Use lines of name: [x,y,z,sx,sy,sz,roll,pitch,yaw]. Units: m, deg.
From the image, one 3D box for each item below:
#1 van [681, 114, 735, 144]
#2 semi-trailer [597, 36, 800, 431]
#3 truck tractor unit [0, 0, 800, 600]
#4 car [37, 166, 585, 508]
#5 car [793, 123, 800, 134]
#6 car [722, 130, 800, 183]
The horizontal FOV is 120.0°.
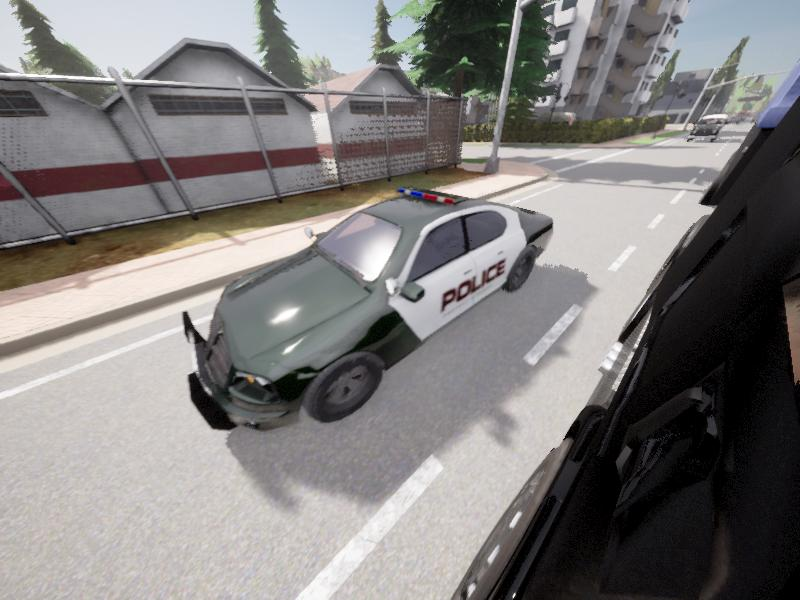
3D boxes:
van: [28.704,-15.932,21.521,4.480,2.038,2.069,-28,44,-30]
semi-trailer: [8.727,-3.579,4.209,14.254,4.402,2.717,-28,43,-30]
truck tractor unit: [2.645,-0.295,0.351,6.516,4.208,3.053,-28,44,-30]
car: [0.067,-0.553,3.112,4.974,1.542,2.038,-28,43,-30]
car: [45.933,-19.419,25.505,5.366,1.575,1.801,-28,43,-30]
car: [15.543,-6.049,9.560,3.806,1.475,1.970,-28,43,-30]
